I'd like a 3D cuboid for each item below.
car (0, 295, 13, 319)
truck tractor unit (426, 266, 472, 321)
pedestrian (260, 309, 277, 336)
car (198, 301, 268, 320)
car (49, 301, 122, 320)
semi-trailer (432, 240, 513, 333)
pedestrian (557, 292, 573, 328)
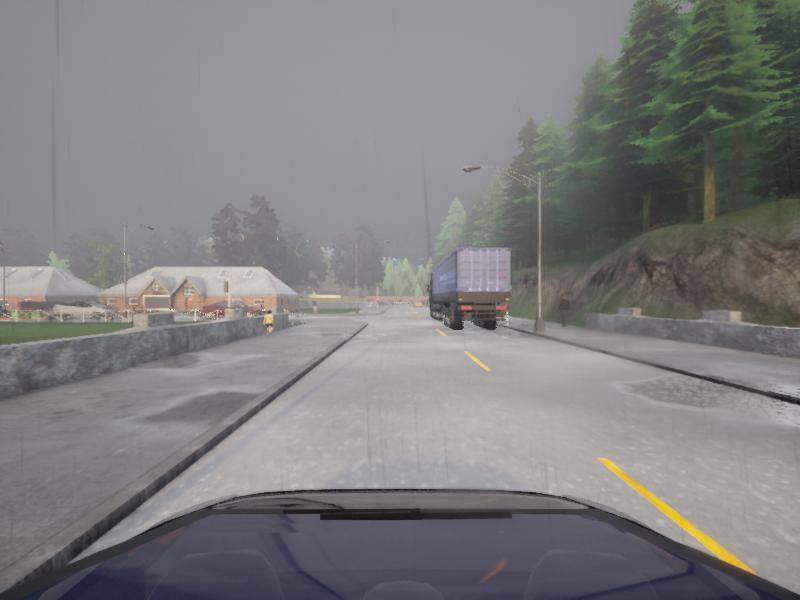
[{"bbox_3d":[-35.926,0.575,33.212,5.566,2.045,2.150,0,0,0],"label":"car"},{"bbox_3d":[3.997,-0.515,34.006,3.053,4.208,6.516,0,0,0],"label":"truck tractor unit"},{"bbox_3d":[-5.373,0.908,16.369,0.500,1.100,0.500,0,0,0],"label":"pedestrian"},{"bbox_3d":[-13.775,0.829,33.223,5.008,1.535,1.882,0,0,0],"label":"car"},{"bbox_3d":[-26.012,0.835,33.216,4.514,1.525,2.007,0,0,0],"label":"car"},{"bbox_3d":[4.004,-0.613,26.092,2.717,4.402,14.254,0,0,0],"label":"semi-trailer"},{"bbox_3d":[8.787,0.537,21.319,0.751,1.860,0.751,0,0,26],"label":"pedestrian"}]
